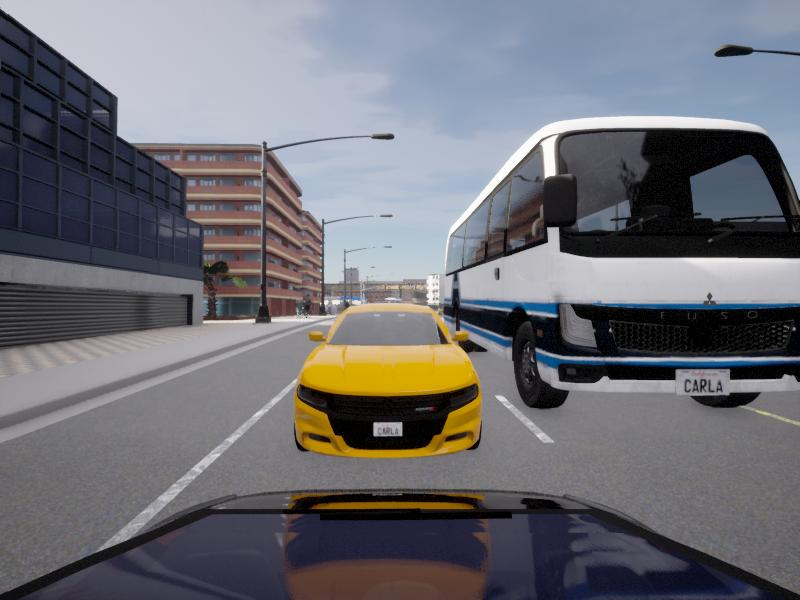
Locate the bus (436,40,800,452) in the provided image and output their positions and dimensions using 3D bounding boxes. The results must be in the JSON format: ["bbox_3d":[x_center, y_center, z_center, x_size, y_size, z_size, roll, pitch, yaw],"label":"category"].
[{"bbox_3d":[3.384,-0.601,9.306,3.944,4.253,10.273,0,1,-1],"label":"bus"}]

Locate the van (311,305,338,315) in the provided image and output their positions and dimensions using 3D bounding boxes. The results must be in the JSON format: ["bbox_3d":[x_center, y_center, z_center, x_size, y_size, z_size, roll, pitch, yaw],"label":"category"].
[{"bbox_3d":[-18.571,2.369,98.720,6.366,2.431,2.351,0,-1,-2],"label":"van"}]

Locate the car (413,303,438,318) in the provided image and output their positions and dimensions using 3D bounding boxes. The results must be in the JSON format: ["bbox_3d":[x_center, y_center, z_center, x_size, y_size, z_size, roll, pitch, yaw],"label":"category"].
[{"bbox_3d":[2.547,1.091,41.172,2.033,1.411,5.357,0,-2,-1],"label":"car"}]

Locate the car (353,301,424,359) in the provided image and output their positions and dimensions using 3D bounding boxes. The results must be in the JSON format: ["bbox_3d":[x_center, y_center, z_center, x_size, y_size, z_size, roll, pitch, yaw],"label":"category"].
[{"bbox_3d":[-0.325,0.768,12.619,1.812,1.442,4.674,0,1,-1],"label":"car"}]

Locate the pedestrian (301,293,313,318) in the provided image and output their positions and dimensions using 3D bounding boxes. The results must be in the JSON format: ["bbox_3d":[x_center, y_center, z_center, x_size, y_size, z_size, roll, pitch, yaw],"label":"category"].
[{"bbox_3d":[-6.794,0.405,29.217,0.751,1.860,0.751,0,-1,-1],"label":"pedestrian"}]

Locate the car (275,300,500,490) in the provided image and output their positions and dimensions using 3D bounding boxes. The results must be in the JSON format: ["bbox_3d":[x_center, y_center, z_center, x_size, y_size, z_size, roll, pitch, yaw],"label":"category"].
[{"bbox_3d":[-0.158,0.790,5.854,1.882,1.535,5.008,0,1,-1],"label":"car"}]

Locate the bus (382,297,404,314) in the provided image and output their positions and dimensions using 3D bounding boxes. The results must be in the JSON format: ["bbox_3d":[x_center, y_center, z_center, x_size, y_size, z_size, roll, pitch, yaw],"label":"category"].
[{"bbox_3d":[-1.753,1.585,106.275,3.944,4.253,10.273,0,-1,10],"label":"bus"}]
